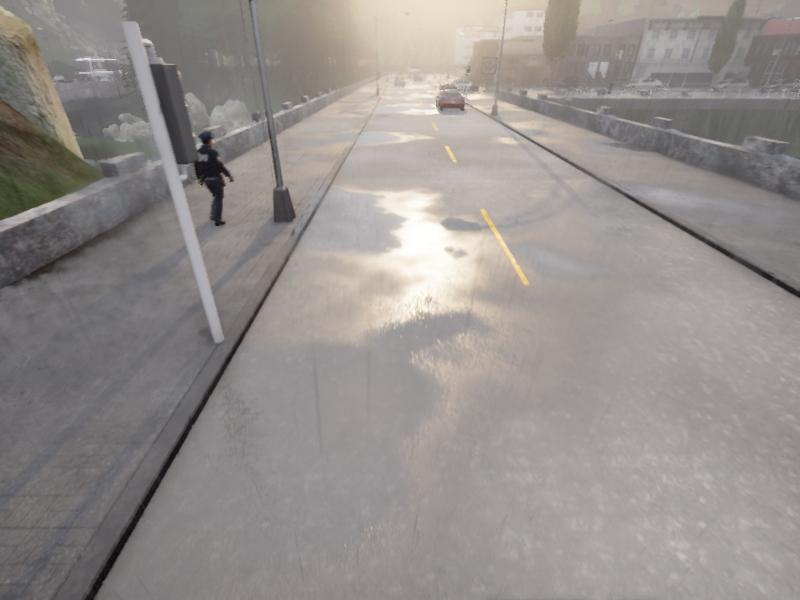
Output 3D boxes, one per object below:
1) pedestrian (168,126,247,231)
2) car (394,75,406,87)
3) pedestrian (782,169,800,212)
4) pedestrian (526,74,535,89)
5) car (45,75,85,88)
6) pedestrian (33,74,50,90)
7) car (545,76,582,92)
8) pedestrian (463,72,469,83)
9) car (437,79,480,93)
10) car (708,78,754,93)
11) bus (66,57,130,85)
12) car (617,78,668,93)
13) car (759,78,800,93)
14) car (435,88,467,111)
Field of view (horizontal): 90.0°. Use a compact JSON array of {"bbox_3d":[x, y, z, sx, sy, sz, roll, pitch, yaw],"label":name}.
[{"bbox_3d":[-3.792,-2.431,8.033,0.751,1.860,0.751,5,31,9],"label":"pedestrian"},{"bbox_3d":[-0.006,-36.974,67.474,1.851,1.617,3.988,0,30,0],"label":"car"},{"bbox_3d":[9.387,-2.607,9.075,0.500,1.100,0.500,0,30,0],"label":"pedestrian"},{"bbox_3d":[18.737,-31.511,57.639,0.751,1.860,0.751,0,30,-1],"label":"pedestrian"},{"bbox_3d":[-53.500,-34.971,63.998,1.930,1.638,5.238,0,30,0],"label":"car"},{"bbox_3d":[-48.227,-29.286,53.831,0.751,1.860,0.751,0,30,0],"label":"pedestrian"},{"bbox_3d":[21.396,-28.335,52.462,3.866,1.878,1.905,0,30,0],"label":"car"},{"bbox_3d":[12.561,-42.172,75.849,0.751,1.860,0.751,-6,31,-10],"label":"pedestrian"},{"bbox_3d":[7.535,-27.747,51.809,4.974,1.542,2.038,-8,32,-13],"label":"car"},{"bbox_3d":[43.445,-28.211,52.542,3.988,1.617,1.851,0,30,0],"label":"car"},{"bbox_3d":[-57.384,-43.823,76.509,3.944,4.253,10.273,0,30,0],"label":"bus"},{"bbox_3d":[31.797,-28.216,52.530,5.027,1.651,2.152,0,30,0],"label":"car"},{"bbox_3d":[50.206,-28.209,52.541,3.988,1.617,1.851,0,30,0],"label":"car"},{"bbox_3d":[4.025,-16.166,32.209,1.994,1.385,4.181,0,30,0],"label":"car"}]
